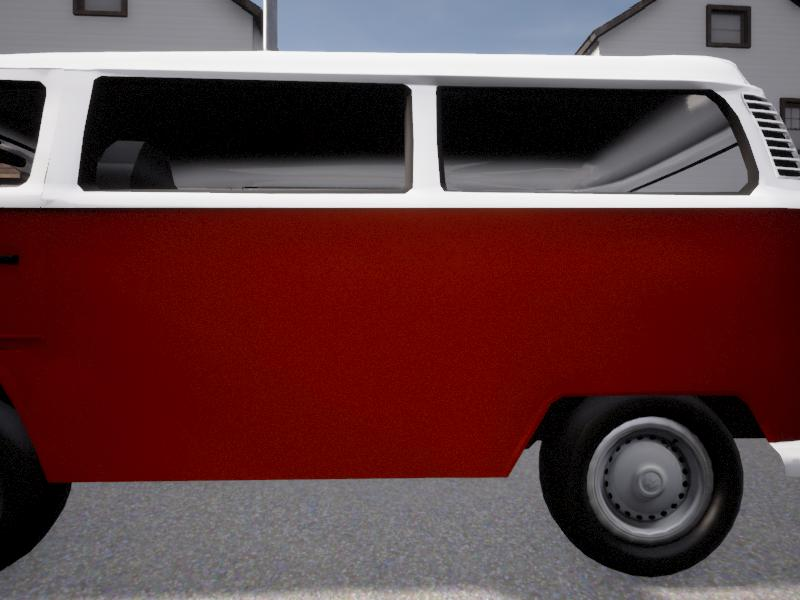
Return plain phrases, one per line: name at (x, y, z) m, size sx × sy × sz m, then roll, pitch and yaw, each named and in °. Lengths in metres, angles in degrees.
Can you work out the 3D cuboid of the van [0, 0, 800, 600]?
van at (-0.423, -0.028, 2.192) m, size 4.480 × 2.038 × 2.069 m, roll 0°, pitch 0°, yaw -2°
